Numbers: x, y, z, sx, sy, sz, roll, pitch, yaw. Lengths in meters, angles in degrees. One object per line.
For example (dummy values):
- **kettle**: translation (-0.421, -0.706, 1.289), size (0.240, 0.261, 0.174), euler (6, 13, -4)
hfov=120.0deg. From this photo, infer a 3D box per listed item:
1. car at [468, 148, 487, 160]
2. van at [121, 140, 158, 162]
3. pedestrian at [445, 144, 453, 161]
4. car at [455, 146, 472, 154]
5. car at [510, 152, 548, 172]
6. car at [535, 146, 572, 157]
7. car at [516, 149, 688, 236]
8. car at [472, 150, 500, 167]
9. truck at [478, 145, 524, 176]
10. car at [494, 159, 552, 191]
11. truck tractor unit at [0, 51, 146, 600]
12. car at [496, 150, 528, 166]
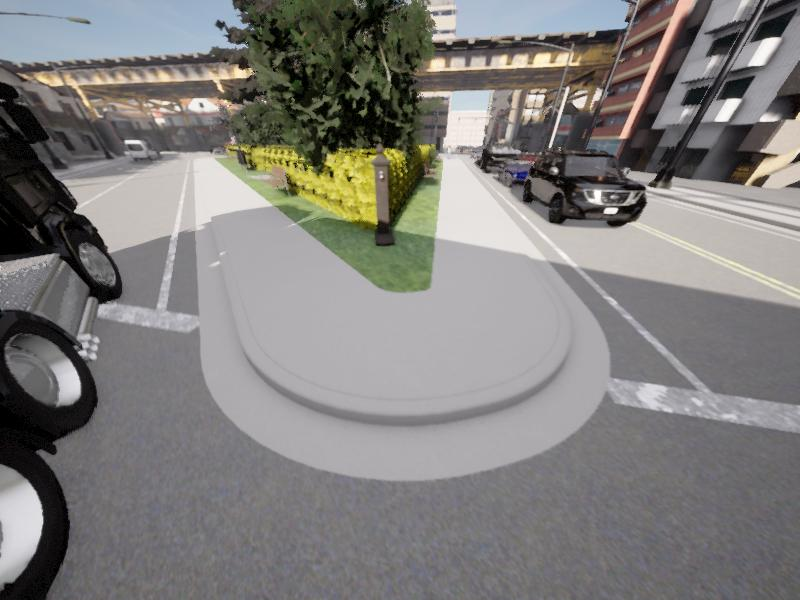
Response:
- **car**: translation (12.863, -24.153, 38.072), size (2.128, 1.511, 4.902), euler (13, 36, 19)
- **van**: translation (-38.320, -22.112, 34.226), size (1.988, 2.561, 5.915), euler (-22, 40, -28)
- **pedestrian**: translation (6.850, -20.644, 32.325), size (0.751, 1.860, 0.751), euler (16, 37, 21)
- **car**: translation (15.446, -36.611, 56.222), size (2.038, 1.542, 4.974), euler (21, 39, 27)
- **car**: translation (12.771, -13.922, 23.163), size (1.812, 1.442, 4.674), euler (5, 35, 7)
- **car**: translation (28.558, -27.737, 43.181), size (5.238, 1.638, 1.930), euler (5, 35, 7)
- **car**: translation (6.454, -4.371, 8.662), size (2.150, 2.045, 5.566), euler (5, 35, 7)
- **car**: translation (10.012, -16.715, 27.219), size (2.163, 1.488, 4.792), euler (5, 35, 8)
- **truck**: translation (8.899, -12.968, 21.190), size (2.390, 2.098, 6.274), euler (5, 35, 8)
- **car**: translation (7.607, -8.148, 14.852), size (1.895, 1.301, 4.718), euler (5, 35, 7)
- **truck tractor unit**: translation (-4.718, -0.574, 1.181), size (3.053, 4.208, 6.516), euler (-27, 43, -33)
- **car**: translation (13.886, -17.920, 28.977), size (2.163, 1.488, 4.792), euler (4, 35, 6)
